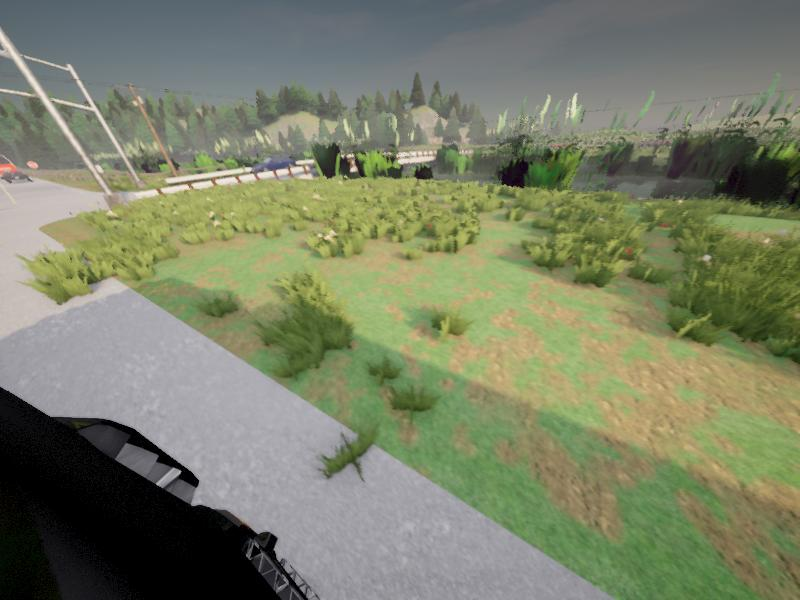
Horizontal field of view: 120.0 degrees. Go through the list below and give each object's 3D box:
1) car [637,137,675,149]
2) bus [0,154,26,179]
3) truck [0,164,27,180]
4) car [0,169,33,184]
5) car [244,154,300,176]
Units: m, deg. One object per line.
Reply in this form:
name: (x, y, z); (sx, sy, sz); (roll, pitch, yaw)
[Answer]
car: (42.616, -26.270, 38.594); (3.806, 1.475, 1.970); (20, 40, 30)
bus: (-87.737, -29.289, 50.708); (10.273, 4.253, 3.944); (18, 39, 28)
truck: (-74.427, -24.332, 43.862); (5.204, 2.467, 2.627); (18, 39, 28)
car: (-59.480, -19.145, 35.702); (5.027, 1.651, 2.152); (18, 39, 28)
car: (-13.196, -14.184, 24.183); (1.812, 1.442, 4.674); (20, 43, 30)
